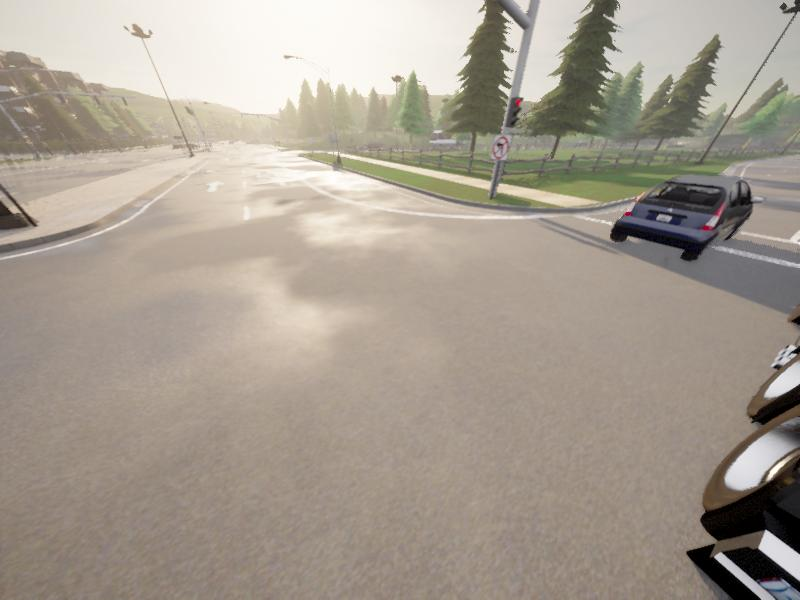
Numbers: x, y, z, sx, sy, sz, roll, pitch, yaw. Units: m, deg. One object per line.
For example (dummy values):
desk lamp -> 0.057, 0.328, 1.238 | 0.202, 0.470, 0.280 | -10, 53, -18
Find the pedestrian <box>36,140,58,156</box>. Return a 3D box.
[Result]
pedestrian -> -50.659, -21.800, 33.206 | 0.751, 1.860, 0.751 | -19, 39, -25

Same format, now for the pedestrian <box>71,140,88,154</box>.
pedestrian -> -52.934, -25.277, 38.182 | 0.751, 1.860, 0.751 | -17, 38, -23

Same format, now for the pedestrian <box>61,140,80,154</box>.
pedestrian -> -52.991, -24.557, 37.149 | 0.751, 1.860, 0.751 | -14, 37, -20

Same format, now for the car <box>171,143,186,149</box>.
car -> -55.104, -38.373, 57.516 | 1.895, 1.301, 4.718 | -18, 39, -25

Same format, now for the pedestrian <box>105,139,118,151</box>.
pedestrian -> -55.229, -29.691, 44.222 | 0.751, 1.860, 0.751 | -26, 43, -33

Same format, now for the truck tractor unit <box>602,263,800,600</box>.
truck tractor unit -> 5.112, -0.299, 0.788 | 6.516, 4.208, 3.053 | -18, 39, -24

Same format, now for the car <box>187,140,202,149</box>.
car -> -51.788, -39.311, 58.402 | 1.905, 1.878, 3.866 | -18, 39, -25

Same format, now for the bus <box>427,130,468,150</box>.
bus -> 12.780, -43.070, 62.311 | 10.273, 4.253, 3.944 | -18, 39, -24

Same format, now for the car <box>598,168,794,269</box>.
car -> 7.660, -2.368, 6.075 | 3.988, 1.617, 1.851 | -18, 39, -24

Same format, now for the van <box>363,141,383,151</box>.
van -> -6.615, -38.256, 57.196 | 4.442, 1.987, 1.775 | -18, 39, -24

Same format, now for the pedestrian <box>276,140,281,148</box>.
pedestrian -> -34.358, -44.314, 65.436 | 0.751, 1.860, 0.751 | -14, 37, -19
